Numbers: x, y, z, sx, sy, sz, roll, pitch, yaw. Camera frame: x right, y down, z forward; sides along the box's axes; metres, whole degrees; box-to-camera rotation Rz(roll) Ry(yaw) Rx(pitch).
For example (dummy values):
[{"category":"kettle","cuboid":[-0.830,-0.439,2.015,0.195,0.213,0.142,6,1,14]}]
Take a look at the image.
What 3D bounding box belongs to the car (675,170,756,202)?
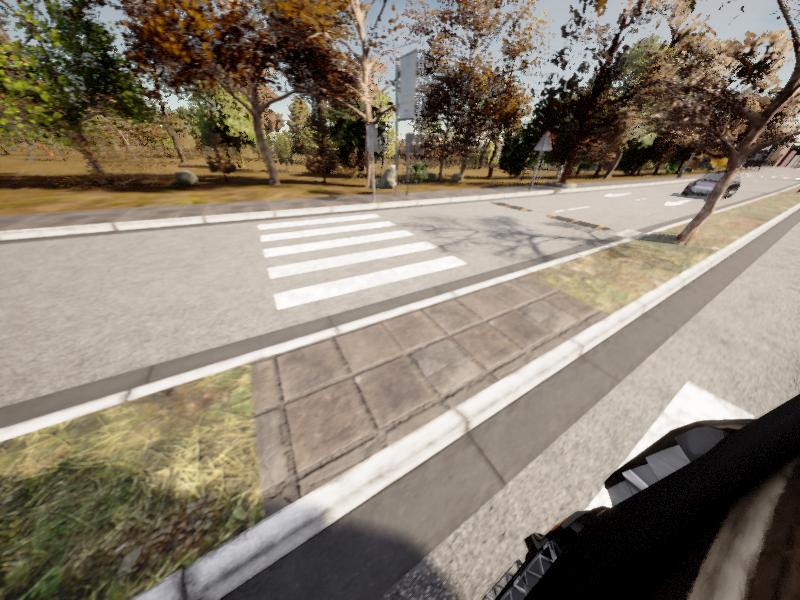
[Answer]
[{"category":"car","cuboid":[21.988,-8.039,16.113,4.856,1.649,2.033,-16,38,-26]}]
